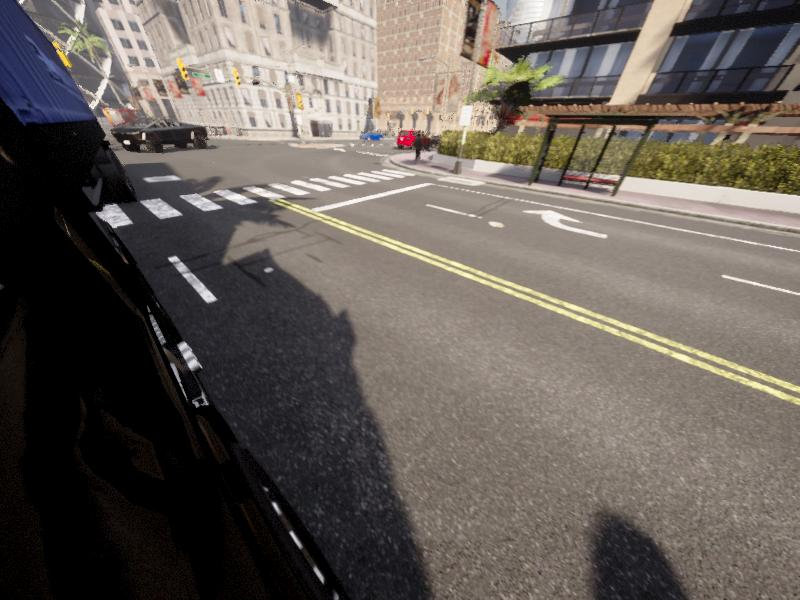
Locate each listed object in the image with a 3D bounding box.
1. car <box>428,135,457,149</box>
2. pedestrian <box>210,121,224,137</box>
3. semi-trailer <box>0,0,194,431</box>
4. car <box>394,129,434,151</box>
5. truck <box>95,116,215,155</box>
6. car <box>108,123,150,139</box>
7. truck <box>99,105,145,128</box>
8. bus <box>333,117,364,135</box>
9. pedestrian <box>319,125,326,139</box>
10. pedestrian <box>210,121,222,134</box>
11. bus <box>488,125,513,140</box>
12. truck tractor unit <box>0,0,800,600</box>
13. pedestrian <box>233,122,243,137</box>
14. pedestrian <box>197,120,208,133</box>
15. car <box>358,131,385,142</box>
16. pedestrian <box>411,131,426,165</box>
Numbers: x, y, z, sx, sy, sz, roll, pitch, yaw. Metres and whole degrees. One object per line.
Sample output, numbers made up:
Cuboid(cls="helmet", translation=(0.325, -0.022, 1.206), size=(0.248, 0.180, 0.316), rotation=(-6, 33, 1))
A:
Cuboid(cls="car", translation=(6.295, -23.470, 34.315), size=(1.837, 1.490, 4.892), rotation=(27, 43, 29))
Cuboid(cls="pedestrian", translation=(-26.059, -24.337, 32.901), size=(0.751, 1.860, 0.751), rotation=(-29, 47, -35))
Cuboid(cls="semi-trailer", translation=(-8.298, -3.838, 4.601), size=(2.717, 4.402, 14.254), rotation=(-29, 47, -35))
Cuboid(cls="car", translation=(1.896, -20.543, 29.653), size=(2.150, 2.045, 5.566), rotation=(27, 43, 29))
Cuboid(cls="truck", translation=(-18.559, -13.026, 18.266), size=(2.390, 2.098, 6.274), rotation=(5, 37, 4))
Cuboid(cls="car", translation=(-33.077, -20.603, 28.166), size=(4.181, 1.385, 1.994), rotation=(22, 41, 24))
Cuboid(cls="truck", translation=(-64.823, -42.964, 54.197), size=(2.891, 3.827, 8.468), rotation=(-12, 39, -18))
Cuboid(cls="bus", translation=(-17.165, -57.924, 76.841), size=(10.273, 4.253, 3.944), rotation=(27, 43, 29))
Cuboid(cls="pedestrian", translation=(-13.809, -29.862, 41.069), size=(0.751, 1.860, 0.751), rotation=(-26, 45, -33))
Cuboid(cls="pedestrian", translation=(-31.295, -29.364, 39.331), size=(0.751, 1.860, 0.751), rotation=(28, 44, 30))
Cuboid(cls="bus", translation=(36.002, -59.803, 82.606), size=(3.944, 4.253, 10.273), rotation=(27, 43, 29))
Cuboid(cls="truck tractor unit", translation=(-2.645, -0.295, 0.351), size=(6.516, 4.208, 3.053), rotation=(28, 44, 30))
Cuboid(cls="pedestrian", translation=(-24.984, -26.324, 35.635), size=(0.751, 1.860, 0.751), rotation=(-14, 40, -21))
Cuboid(cls="pedestrian", translation=(-35.389, -31.159, 41.492), size=(0.751, 1.860, 0.751), rotation=(30, 45, 32))
Cuboid(cls="car", translation=(-5.088, -29.656, 41.891), size=(1.882, 1.535, 5.008), rotation=(27, 43, 29))
Cuboid(cls="pedestrian", translation=(1.292, -10.587, 16.107), size=(0.751, 1.860, 0.751), rotation=(11, 37, 11))
